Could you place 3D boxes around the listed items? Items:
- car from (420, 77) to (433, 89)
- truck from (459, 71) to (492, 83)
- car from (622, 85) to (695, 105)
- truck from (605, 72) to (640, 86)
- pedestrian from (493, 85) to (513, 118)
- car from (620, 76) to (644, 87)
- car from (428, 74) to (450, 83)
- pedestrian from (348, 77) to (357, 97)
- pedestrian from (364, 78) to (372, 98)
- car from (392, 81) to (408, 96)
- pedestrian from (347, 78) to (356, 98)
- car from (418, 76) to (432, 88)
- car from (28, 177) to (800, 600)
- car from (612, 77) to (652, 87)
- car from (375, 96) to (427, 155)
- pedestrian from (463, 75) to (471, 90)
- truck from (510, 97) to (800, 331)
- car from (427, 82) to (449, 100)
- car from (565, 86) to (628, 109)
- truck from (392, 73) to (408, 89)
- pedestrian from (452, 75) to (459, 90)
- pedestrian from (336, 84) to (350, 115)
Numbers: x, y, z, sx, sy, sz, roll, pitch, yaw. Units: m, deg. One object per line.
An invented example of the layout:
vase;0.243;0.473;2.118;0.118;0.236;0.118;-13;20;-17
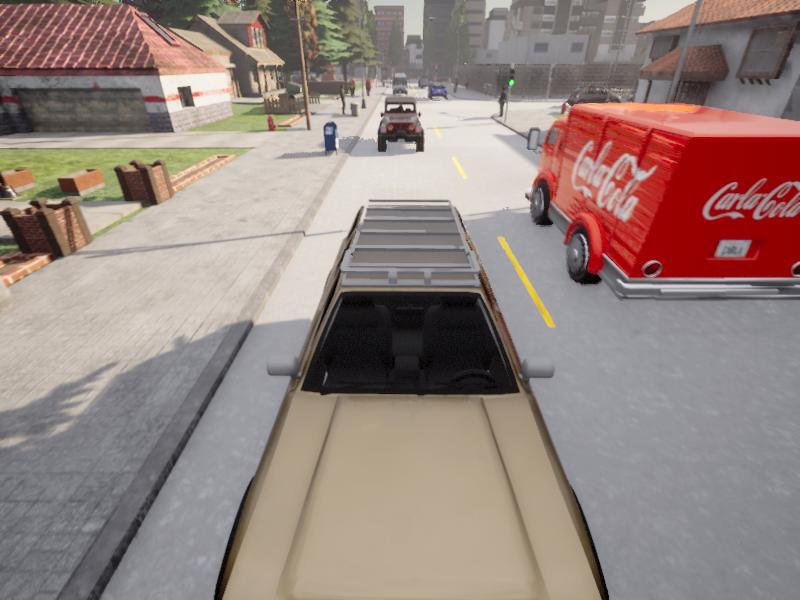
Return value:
car;4.036;-33.252;61.342;1.845;1.501;3.633;0;30;0
truck;15.488;-45.915;82.433;6.274;2.098;2.390;0;30;0
car;23.384;-18.629;36.362;4.902;1.511;2.128;0;30;0
truck;39.083;-38.927;70.417;4.478;2.038;2.069;0;30;0
pedestrian;6.646;-12.852;25.881;0.751;1.860;0.751;-16;34;-25
car;38.757;-36.606;66.924;1.789;1.547;3.705;0;30;0
car;7.984;-45.340;81.935;3.988;1.617;1.851;-17;34;-27
pedestrian;-5.215;-23.348;43.823;0.751;1.860;0.751;3;30;6
pedestrian;-3.347;-22.418;42.234;0.751;1.860;0.751;1;30;1
car;0.031;-25.445;48.047;1.816;1.474;4.193;0;30;0
pedestrian;-5.137;-22.379;42.167;0.751;1.860;0.751;0;30;-1
car;4.035;-36.153;66.206;2.033;1.649;4.856;0;30;0
car;0.075;0.434;3.402;1.932;1.855;4.605;0;30;1
car;38.917;-36.658;67.156;5.357;1.415;2.033;0;30;0
car;0.028;-7.463;16.891;1.905;1.878;3.866;0;30;0
pedestrian;9.228;-29.927;55.075;0.751;1.860;0.751;0;30;-1
truck;4.013;-1.973;6.927;2.627;2.467;5.204;0;30;0
car;4.027;-22.565;43.071;2.007;1.525;4.514;0;30;0
car;16.104;-16.665;32.907;3.988;1.617;1.851;0;30;0
truck;0.004;-35.046;63.844;2.390;2.098;6.274;0;30;0
pedestrian;7.913;-31.062;57.016;0.751;1.860;0.751;-4;31;-6
pedestrian;-3.894;-13.793;27.487;0.751;1.860;0.751;-7;31;-12
